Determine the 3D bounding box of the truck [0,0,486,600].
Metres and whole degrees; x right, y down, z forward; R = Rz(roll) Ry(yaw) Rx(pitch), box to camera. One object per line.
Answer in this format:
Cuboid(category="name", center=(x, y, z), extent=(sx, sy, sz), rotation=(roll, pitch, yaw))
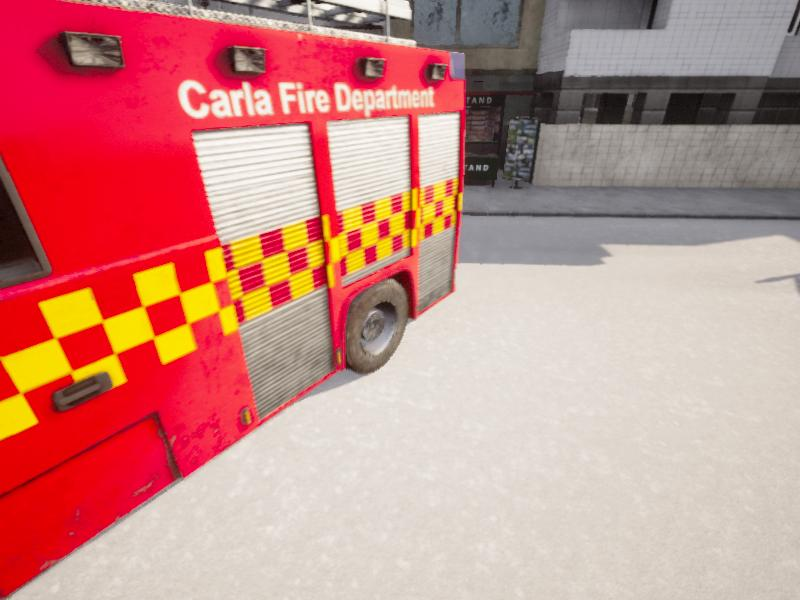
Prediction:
Cuboid(category="truck", center=(-2.786, -0.354, 2.996), extent=(2.891, 3.827, 8.468), rotation=(19, 33, 33))
